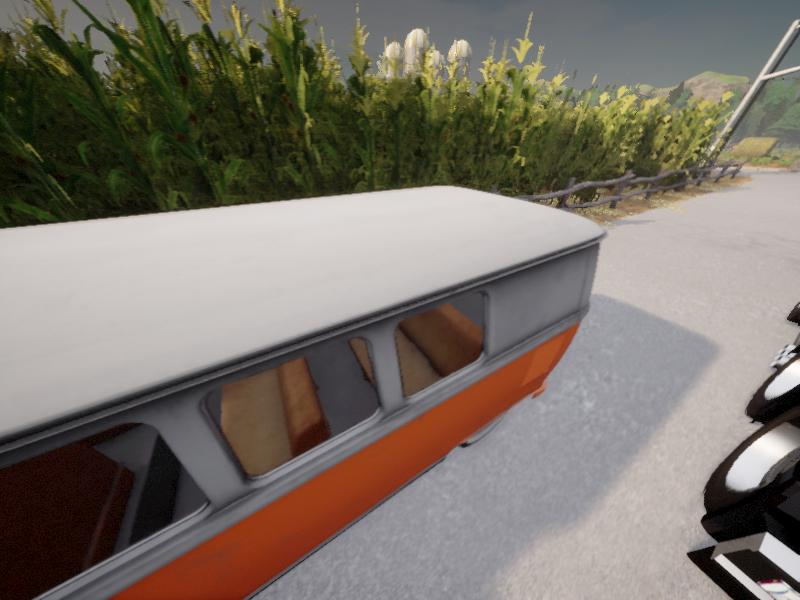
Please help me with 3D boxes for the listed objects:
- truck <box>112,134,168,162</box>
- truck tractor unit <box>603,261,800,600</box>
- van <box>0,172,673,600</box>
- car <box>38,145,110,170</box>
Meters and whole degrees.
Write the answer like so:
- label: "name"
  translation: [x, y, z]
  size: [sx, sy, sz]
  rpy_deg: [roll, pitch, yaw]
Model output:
- label: "truck"
  translation: [-30.116, -17.898, 27.072]
  size: [2.627, 2.467, 5.204]
  rpy_deg: [-18, 40, -24]
- label: "truck tractor unit"
  translation: [5.104, -0.308, 0.789]
  size: [6.516, 4.208, 3.053]
  rpy_deg: [-19, 39, -24]
- label: "van"
  translation: [-0.868, 0.488, 1.555]
  size: [4.442, 1.987, 1.775]
  rpy_deg: [-18, 39, -24]
- label: "car"
  translation: [-29.307, -13.082, 21.083]
  size: [1.801, 1.575, 5.366]
  rpy_deg: [-18, 39, -24]
